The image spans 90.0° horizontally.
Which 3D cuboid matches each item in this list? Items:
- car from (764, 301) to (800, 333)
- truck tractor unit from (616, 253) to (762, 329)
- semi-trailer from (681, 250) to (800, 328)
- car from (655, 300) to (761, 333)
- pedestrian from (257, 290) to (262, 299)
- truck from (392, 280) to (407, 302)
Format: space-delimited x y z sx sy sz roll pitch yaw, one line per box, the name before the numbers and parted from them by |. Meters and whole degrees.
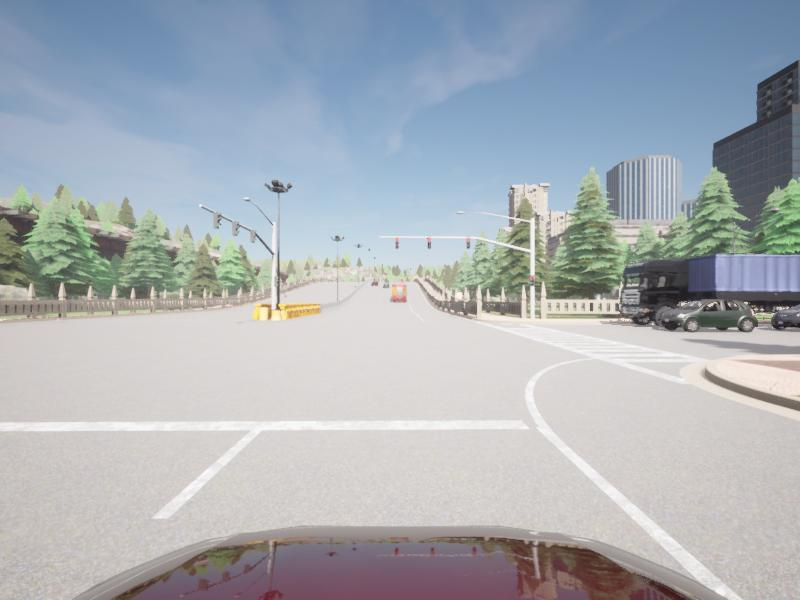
car | 21.143 0.827 20.329 3.633 1.501 1.845 0 0 0
truck tractor unit | 16.918 -0.518 23.809 6.516 4.208 3.053 0 0 0
semi-trailer | 24.834 -0.618 23.843 14.254 4.402 2.717 0 0 0
car | 15.525 0.788 20.309 3.988 1.617 1.851 0 0 0
pedestrian | -28.630 -1.095 81.448 0.751 1.860 0.751 0 0 0
truck | -0.107 -1.989 82.254 2.891 3.827 8.468 0 6 0
